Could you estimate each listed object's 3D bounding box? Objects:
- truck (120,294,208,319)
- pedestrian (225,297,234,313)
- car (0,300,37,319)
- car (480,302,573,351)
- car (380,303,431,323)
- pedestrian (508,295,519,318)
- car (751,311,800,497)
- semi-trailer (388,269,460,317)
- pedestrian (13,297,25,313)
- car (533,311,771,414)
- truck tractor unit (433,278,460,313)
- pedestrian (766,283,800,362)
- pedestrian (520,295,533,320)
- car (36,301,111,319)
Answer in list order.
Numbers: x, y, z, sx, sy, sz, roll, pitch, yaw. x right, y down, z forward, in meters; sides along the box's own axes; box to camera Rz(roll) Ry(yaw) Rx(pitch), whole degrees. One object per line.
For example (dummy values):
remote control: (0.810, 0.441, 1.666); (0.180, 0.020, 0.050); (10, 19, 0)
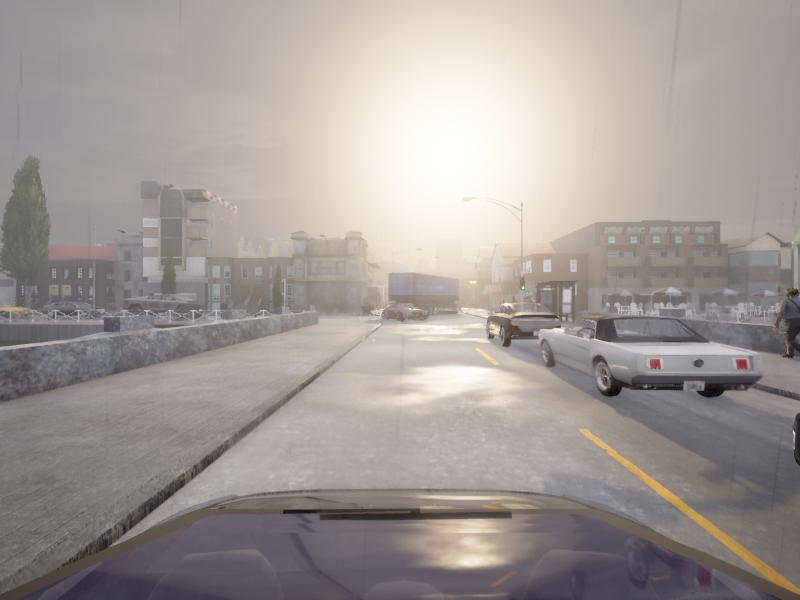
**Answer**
truck: (-20.415, 0.542, 34.832); (6.274, 2.098, 2.390); (0, 0, 2)
pedestrian: (-19.237, 0.547, 45.125); (0.751, 1.860, 0.751); (0, 0, -2)
car: (-35.539, 0.801, 35.340); (5.366, 1.575, 1.801); (0, 0, 2)
car: (4.438, 0.836, 14.911); (2.128, 1.511, 4.902); (0, 0, 3)
car: (0.335, 0.907, 30.180); (1.994, 1.385, 4.181); (0, 0, -29)
pedestrian: (9.144, 0.533, 32.257); (0.751, 1.860, 0.751); (0, 0, 29)
car: (4.079, 0.844, 1.222); (1.837, 1.490, 4.892); (0, 0, 2)
semi-trailer: (3.104, -0.623, 43.524); (2.717, 4.402, 14.254); (0, 0, 25)
pedestrian: (-45.366, 0.547, 47.639); (0.751, 1.860, 0.751); (0, 0, -2)
car: (4.303, 0.944, 7.966); (1.895, 1.301, 4.718); (0, 0, 2)
truck tractor unit: (5.754, -0.523, 50.870); (3.053, 4.208, 6.516); (0, 0, 3)
pedestrian: (9.620, 0.533, 9.730); (0.751, 1.860, 0.751); (0, 0, 3)
pedestrian: (9.380, 0.533, 29.667); (0.751, 1.860, 0.751); (0, 0, 1)
car: (-28.550, 0.836, 35.105); (4.902, 1.511, 2.128); (0, 0, 2)
